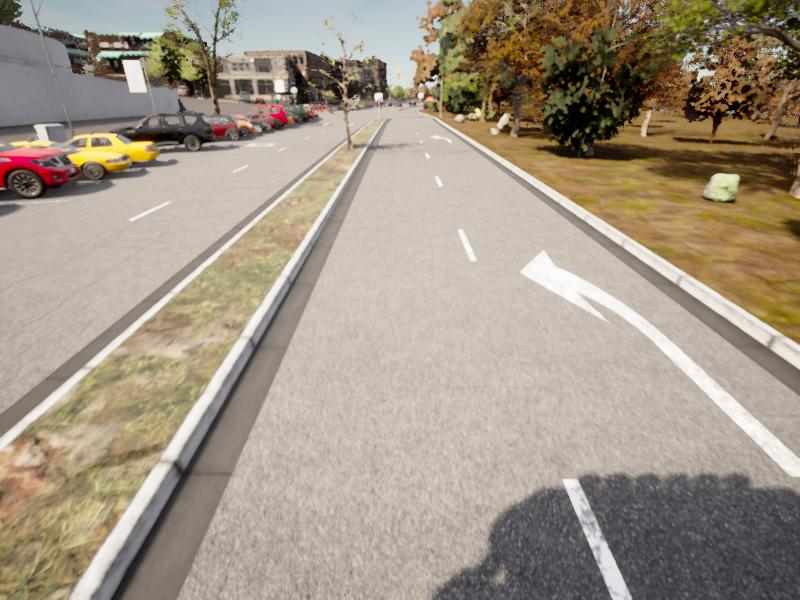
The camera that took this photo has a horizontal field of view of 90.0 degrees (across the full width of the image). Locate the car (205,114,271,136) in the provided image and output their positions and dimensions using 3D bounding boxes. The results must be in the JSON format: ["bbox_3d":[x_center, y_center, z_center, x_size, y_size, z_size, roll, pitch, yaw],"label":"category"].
[{"bbox_3d":[-13.797,-14.994,34.190,4.892,1.521,2.231,-10,28,-17],"label":"car"}]

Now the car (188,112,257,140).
[{"bbox_3d":[-13.826,-13.743,31.449,4.553,1.767,2.185,-10,28,-17],"label":"car"}]

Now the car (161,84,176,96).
[{"bbox_3d":[-46.147,-41.840,79.782,1.878,1.987,4.442,-3,26,-20],"label":"car"}]

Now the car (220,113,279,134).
[{"bbox_3d":[-13.812,-16.320,36.864,4.792,1.488,2.163,-10,29,-17],"label":"car"}]

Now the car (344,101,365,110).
[{"bbox_3d":[-10.692,-46.003,94.487,4.553,1.767,2.185,-7,27,-12],"label":"car"}]

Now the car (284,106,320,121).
[{"bbox_3d":[-13.616,-25.980,55.587,4.553,1.767,2.185,-10,28,-17],"label":"car"}]

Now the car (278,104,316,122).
[{"bbox_3d":[-13.592,-24.725,52.885,4.442,1.987,1.878,-10,28,-17],"label":"car"}]

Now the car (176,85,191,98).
[{"bbox_3d":[-43.131,-41.584,79.880,1.878,1.987,4.442,-3,26,-20],"label":"car"}]

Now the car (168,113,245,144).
[{"bbox_3d":[-13.766,-12.390,28.788,4.553,1.767,2.185,-10,29,-17],"label":"car"}]

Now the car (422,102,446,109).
[{"bbox_3d":[8.217,-47.128,96.845,5.366,1.575,1.946,-6,27,-12],"label":"car"}]

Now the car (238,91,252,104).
[{"bbox_3d":[-31.147,-40.639,80.370,2.435,2.045,5.566,-4,26,-20],"label":"car"}]

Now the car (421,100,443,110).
[{"bbox_3d":[7.297,-44.621,91.430,4.442,1.987,1.878,-6,28,-13],"label":"car"}]

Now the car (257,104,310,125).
[{"bbox_3d":[-13.781,-22.002,47.457,5.566,2.045,2.435,-10,28,-17],"label":"car"}]

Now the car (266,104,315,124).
[{"bbox_3d":[-13.708,-23.375,50.165,5.566,2.045,2.435,-10,28,-17],"label":"car"}]

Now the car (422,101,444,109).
[{"bbox_3d":[7.680,-45.880,94.122,4.553,1.767,2.185,-6,28,-12],"label":"car"}]

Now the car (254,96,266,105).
[{"bbox_3d":[-28.152,-40.111,80.571,2.002,1.452,4.674,-4,26,-20],"label":"car"}]

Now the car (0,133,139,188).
[{"bbox_3d":[-13.635,-5.470,15.542,5.366,1.575,1.946,-10,28,-17],"label":"car"}]

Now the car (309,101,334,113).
[{"bbox_3d":[-14.307,-35.131,72.819,3.988,1.617,1.851,6,26,6],"label":"car"}]

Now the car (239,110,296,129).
[{"bbox_3d":[-13.951,-19.038,42.161,5.366,1.575,1.946,-10,29,-17],"label":"car"}]

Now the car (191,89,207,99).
[{"bbox_3d":[-40.185,-41.167,80.159,2.231,1.521,4.892,-4,26,-20],"label":"car"}]

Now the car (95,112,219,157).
[{"bbox_3d":[-13.828,-9.760,23.364,5.566,2.045,2.435,-10,29,-17],"label":"car"}]

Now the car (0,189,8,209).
[{"bbox_3d":[-13.788,-2.663,10.176,4.792,1.488,2.163,-10,28,-17],"label":"car"}]

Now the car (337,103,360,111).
[{"bbox_3d":[-11.431,-43.163,89.262,4.792,1.488,2.163,-8,28,-13],"label":"car"}]

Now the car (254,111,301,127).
[{"bbox_3d":[-13.761,-20.388,44.915,4.674,1.452,2.002,-10,29,-17],"label":"car"}]

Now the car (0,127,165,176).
[{"bbox_3d":[-13.980,-6.776,18.094,5.366,1.575,1.946,-10,29,-17],"label":"car"}]

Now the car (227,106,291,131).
[{"bbox_3d":[-13.812,-17.928,39.416,5.566,2.045,2.435,-10,29,-17],"label":"car"}]

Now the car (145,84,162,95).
[{"bbox_3d":[-49.284,-42.022,80.033,1.946,1.575,5.366,-4,26,-20],"label":"car"}]

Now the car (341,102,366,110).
[{"bbox_3d":[-10.786,-44.558,91.910,5.366,1.575,1.946,-8,27,-13],"label":"car"}]

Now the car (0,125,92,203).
[{"bbox_3d":[-13.791,-4.290,12.717,5.566,2.045,2.435,-10,28,-17],"label":"car"}]
